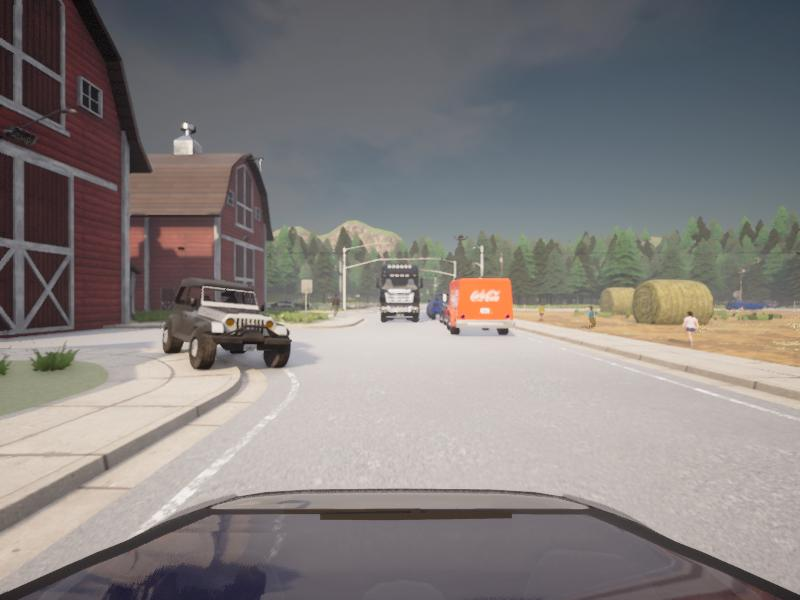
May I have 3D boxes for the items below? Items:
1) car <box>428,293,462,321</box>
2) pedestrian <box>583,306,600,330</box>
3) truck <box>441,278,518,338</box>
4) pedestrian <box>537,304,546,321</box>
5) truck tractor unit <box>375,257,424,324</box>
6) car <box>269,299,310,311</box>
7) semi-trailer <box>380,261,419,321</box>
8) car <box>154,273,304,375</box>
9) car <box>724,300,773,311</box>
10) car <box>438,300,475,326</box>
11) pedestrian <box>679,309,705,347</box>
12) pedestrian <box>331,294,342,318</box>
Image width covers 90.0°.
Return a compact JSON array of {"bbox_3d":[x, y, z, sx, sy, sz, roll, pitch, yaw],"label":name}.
[{"bbox_3d":[3.474,0.515,32.006,2.150,2.045,5.566,0,0,0],"label":"car"},{"bbox_3d":[9.096,0.833,18.996,0.500,1.100,0.500,0,0,-9],"label":"pedestrian"},{"bbox_3d":[3.491,0.323,18.863,2.627,2.467,5.204,0,0,0],"label":"truck"},{"bbox_3d":[9.153,0.822,25.865,0.500,1.100,0.500,0,0,13],"label":"pedestrian"},{"bbox_3d":[-0.014,-0.571,28.416,3.053,4.208,6.516,0,0,0],"label":"truck tractor unit"},{"bbox_3d":[-15.360,0.707,55.719,5.238,1.638,1.930,0,0,1],"label":"car"},{"bbox_3d":[0.302,-0.697,36.318,2.717,4.402,14.254,0,0,3],"label":"semi-trailer"},{"bbox_3d":[-4.168,0.471,9.430,1.905,1.878,3.866,8,-3,-42],"label":"car"},{"bbox_3d":[47.474,0.759,54.620,5.008,1.535,1.882,0,0,1],"label":"car"},{"bbox_3d":[3.486,0.772,25.375,1.789,1.549,3.705,0,0,0],"label":"car"},{"bbox_3d":[8.971,0.843,12.287,0.500,1.100,0.500,0,0,15],"label":"pedestrian"},{"bbox_3d":[-4.972,0.433,31.209,0.751,1.860,0.751,0,0,2],"label":"pedestrian"}]
